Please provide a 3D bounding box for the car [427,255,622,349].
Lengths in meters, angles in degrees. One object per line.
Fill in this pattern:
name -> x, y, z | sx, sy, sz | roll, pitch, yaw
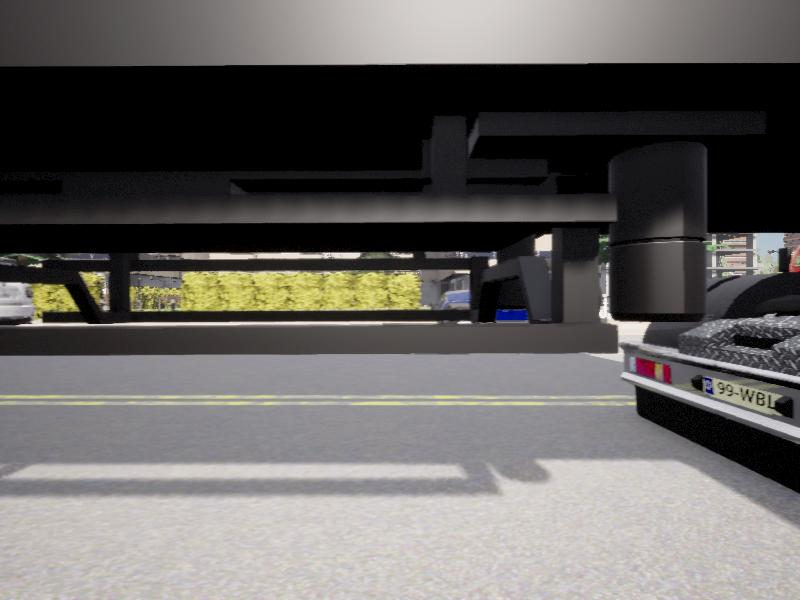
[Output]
car -> 2.630, 0.042, 9.202 | 3.866, 1.878, 1.905 | -1, 0, 0

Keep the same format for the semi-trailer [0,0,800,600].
semi-trailer -> -2.881, -1.218, 2.193 | 14.254, 4.402, 2.717 | 0, 0, 0

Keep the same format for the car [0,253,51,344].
car -> -11.763, -0.036, 9.202 | 5.566, 2.045, 2.150 | 0, 0, 0

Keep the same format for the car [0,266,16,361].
car -> -8.176, 0.221, 5.702 | 3.633, 1.501, 1.845 | 0, 0, 0

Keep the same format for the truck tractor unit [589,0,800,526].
truck tractor unit -> 5.031, -1.115, 2.199 | 6.516, 4.208, 3.053 | 0, 0, 0

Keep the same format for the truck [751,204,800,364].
truck -> 8.761, -0.237, 5.701 | 5.204, 2.467, 2.627 | 0, 0, 0
